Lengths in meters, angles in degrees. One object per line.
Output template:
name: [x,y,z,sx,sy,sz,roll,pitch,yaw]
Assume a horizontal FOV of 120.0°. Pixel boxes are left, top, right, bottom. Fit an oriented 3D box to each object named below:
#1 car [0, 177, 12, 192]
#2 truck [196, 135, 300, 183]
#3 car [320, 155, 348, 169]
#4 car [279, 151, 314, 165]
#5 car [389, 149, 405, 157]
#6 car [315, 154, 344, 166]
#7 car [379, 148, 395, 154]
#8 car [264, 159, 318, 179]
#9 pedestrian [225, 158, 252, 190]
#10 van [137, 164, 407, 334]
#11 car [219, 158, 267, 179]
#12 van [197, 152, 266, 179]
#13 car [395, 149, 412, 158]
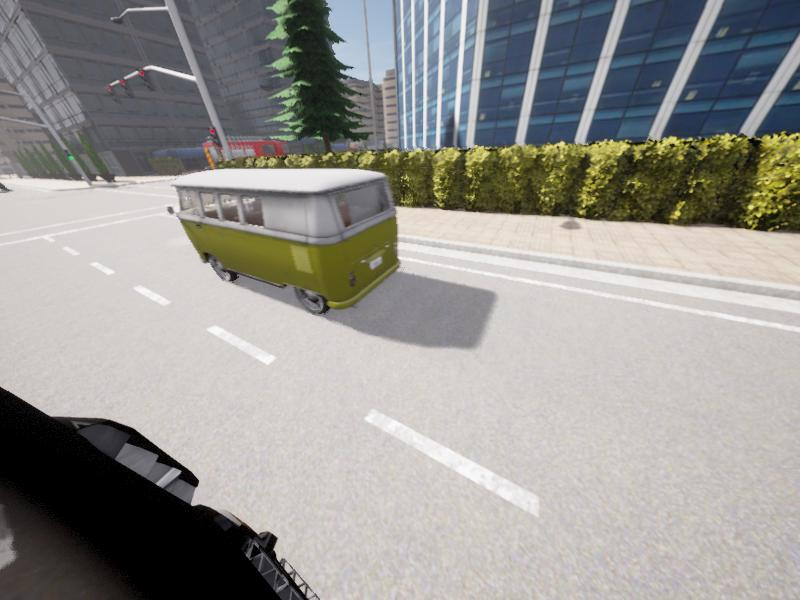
car: [-47.589,-13.339,26.671,4.514,1.525,2.007,15,38,25]
truck: [-15.818,-15.542,25.255,2.891,3.827,8.468,15,38,25]
car: [-9.839,-20.809,34.769,1.845,1.501,3.633,15,38,25]
car: [-22.503,-31.058,50.500,6.274,2.098,2.390,-20,37,-24]
car: [-0.654,-38.561,60.622,2.242,1.667,4.611,15,37,25]
car: [-12.855,-25.708,42.394,1.882,1.535,5.008,15,37,25]
car: [-5.119,-58.213,90.265,5.566,2.045,2.150,16,38,25]
car: [-11.904,-14.611,25.620,2.128,1.511,4.902,15,38,25]
pedestrian: [-11.340,-8.830,16.225,0.751,1.860,0.751,24,42,34]
van: [-2.266,-1.314,4.349,4.442,1.987,1.775,15,38,25]
car: [-18.625,-15.787,27.608,1.905,1.878,3.866,15,37,25]
van: [-21.237,-17.309,29.634,2.351,2.431,6.366,15,37,25]
car: [1.011,-36.268,57.052,1.930,1.638,5.238,15,37,25]
